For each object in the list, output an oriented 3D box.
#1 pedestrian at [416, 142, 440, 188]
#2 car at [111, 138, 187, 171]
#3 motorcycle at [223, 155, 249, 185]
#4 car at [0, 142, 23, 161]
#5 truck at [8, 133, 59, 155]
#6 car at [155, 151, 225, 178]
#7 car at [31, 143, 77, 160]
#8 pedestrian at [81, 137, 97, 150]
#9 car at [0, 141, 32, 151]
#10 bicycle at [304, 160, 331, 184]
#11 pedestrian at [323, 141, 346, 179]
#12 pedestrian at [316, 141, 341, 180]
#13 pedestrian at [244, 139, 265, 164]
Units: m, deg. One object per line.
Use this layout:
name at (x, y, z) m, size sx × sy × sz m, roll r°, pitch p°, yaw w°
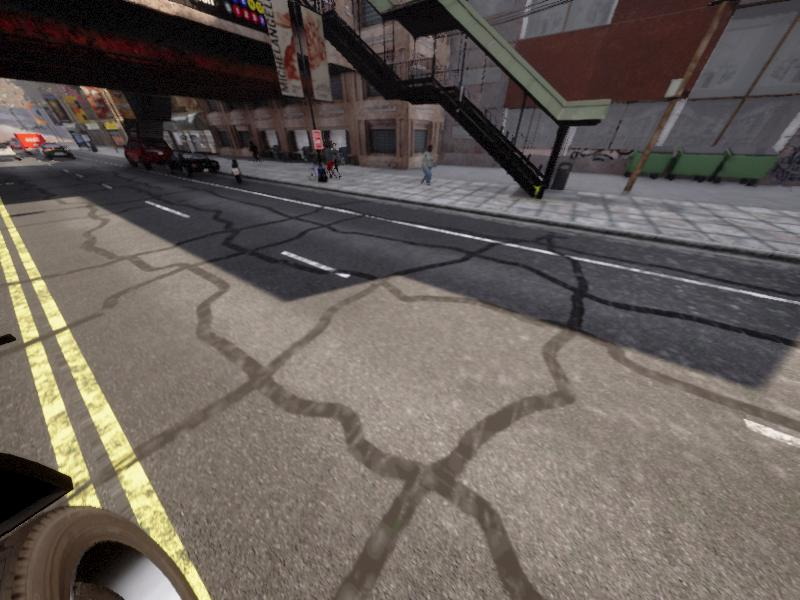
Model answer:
pedestrian at (1.348, -6.650, 11.408) m, size 0.751 × 1.860 × 0.751 m, roll -29°, pitch 45°, yaw -35°
car at (-21.195, -12.383, 19.522) m, size 5.566 × 2.045 × 2.435 m, roll 21°, pitch 40°, yaw 26°
motorcycle at (-9.525, -7.636, 13.500) m, size 0.764 × 1.277 × 2.356 m, roll -16°, pitch 38°, yaw -22°
car at (-43.403, -16.142, 25.067) m, size 3.988 × 1.617 × 1.851 m, roll 21°, pitch 40°, yaw 26°
truck at (-52.311, -22.296, 32.969) m, size 5.204 × 2.467 × 2.627 m, roll 21°, pitch 40°, yaw 26°
car at (-14.984, -9.748, 16.470) m, size 4.718 × 1.301 × 1.895 m, roll 21°, pitch 40°, yaw 26°
car at (-39.853, -17.175, 26.613) m, size 4.974 × 1.542 × 2.038 m, roll 20°, pitch 40°, yaw 27°
pedestrian at (-55.227, -27.865, 41.057) m, size 0.751 × 1.860 × 0.751 m, roll 16°, pitch 38°, yaw 21°
car at (-69.919, -27.910, 41.734) m, size 4.181 × 1.385 × 1.994 m, roll 11°, pitch 37°, yaw 14°
bicycle at (-4.505, -7.020, 12.638) m, size 1.643 × 1.024 × 0.373 m, roll 21°, pitch 30°, yaw 26°
pedestrian at (-3.854, -8.319, 13.737) m, size 0.751 × 1.860 × 0.751 m, roll 10°, pitch 36°, yaw 14°
pedestrian at (-4.062, -7.970, 13.240) m, size 0.751 × 1.860 × 0.751 m, roll 18°, pitch 39°, yaw 23°
pedestrian at (-13.117, -13.391, 20.853) m, size 0.751 × 1.860 × 0.751 m, roll 16°, pitch 38°, yaw 21°
